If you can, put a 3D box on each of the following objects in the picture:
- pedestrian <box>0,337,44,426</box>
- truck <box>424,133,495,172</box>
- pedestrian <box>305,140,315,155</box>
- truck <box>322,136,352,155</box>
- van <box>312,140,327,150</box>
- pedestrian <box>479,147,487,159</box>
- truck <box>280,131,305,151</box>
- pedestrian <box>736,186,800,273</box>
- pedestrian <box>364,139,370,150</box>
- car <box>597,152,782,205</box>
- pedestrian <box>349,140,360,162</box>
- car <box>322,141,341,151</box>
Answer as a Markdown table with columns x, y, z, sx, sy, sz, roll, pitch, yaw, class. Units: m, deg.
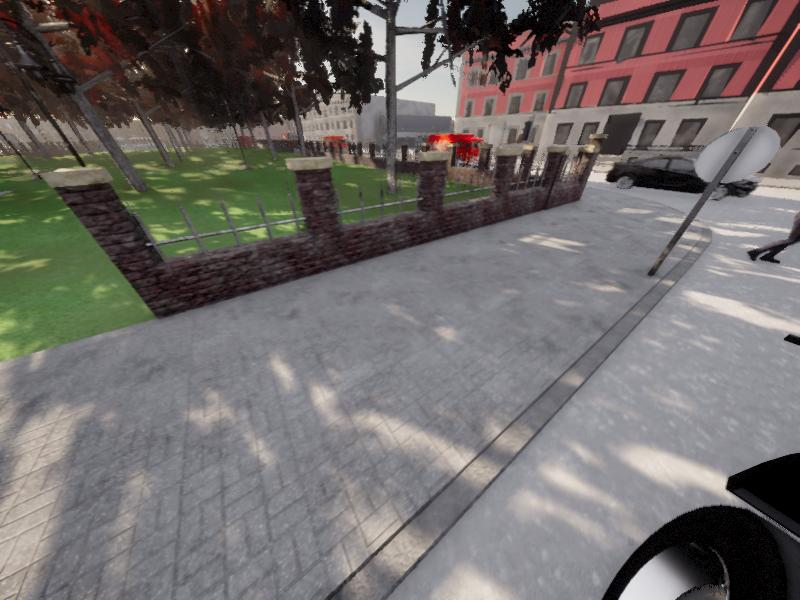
| x | y | z | sx | sy | sz | roll | pitch | yaw | class |
| --- | --- | --- | --- | --- | --- | --- | --- | --- | --- |
| -4.127 | 0.319 | 1.654 | 0.751 | 1.860 | 0.751 | -22 | 41 | -28 | pedestrian |
| 4.857 | -12.847 | 19.941 | 2.627 | 2.467 | 5.204 | -22 | 41 | -28 | truck |
| -13.726 | -23.319 | 35.260 | 0.751 | 1.860 | 0.751 | -22 | 41 | -28 | pedestrian |
| -10.472 | -25.632 | 38.210 | 2.627 | 2.467 | 5.204 | -22 | 40 | -27 | truck |
| -18.992 | -36.486 | 54.330 | 1.775 | 1.987 | 4.442 | -22 | 41 | -28 | van |
| 9.838 | -17.350 | 27.254 | 0.500 | 1.100 | 0.500 | -21 | 40 | -27 | pedestrian |
| -26.620 | -39.447 | 57.136 | 2.891 | 3.827 | 8.468 | -22 | 41 | -28 | truck |
| 7.854 | -1.583 | 4.431 | 0.751 | 1.860 | 0.751 | -22 | 41 | -28 | pedestrian |
| -6.661 | -31.278 | 46.488 | 0.751 | 1.860 | 0.751 | -21 | 40 | -26 | pedestrian |
| 12.802 | -5.848 | 10.759 | 1.882 | 1.535 | 5.008 | -22 | 40 | -27 | car |
| -4.871 | -15.935 | 24.712 | 0.751 | 1.860 | 0.751 | -22 | 40 | -27 | pedestrian |
| -14.448 | -32.672 | 48.955 | 2.033 | 1.649 | 4.856 | -22 | 40 | -27 | car |
